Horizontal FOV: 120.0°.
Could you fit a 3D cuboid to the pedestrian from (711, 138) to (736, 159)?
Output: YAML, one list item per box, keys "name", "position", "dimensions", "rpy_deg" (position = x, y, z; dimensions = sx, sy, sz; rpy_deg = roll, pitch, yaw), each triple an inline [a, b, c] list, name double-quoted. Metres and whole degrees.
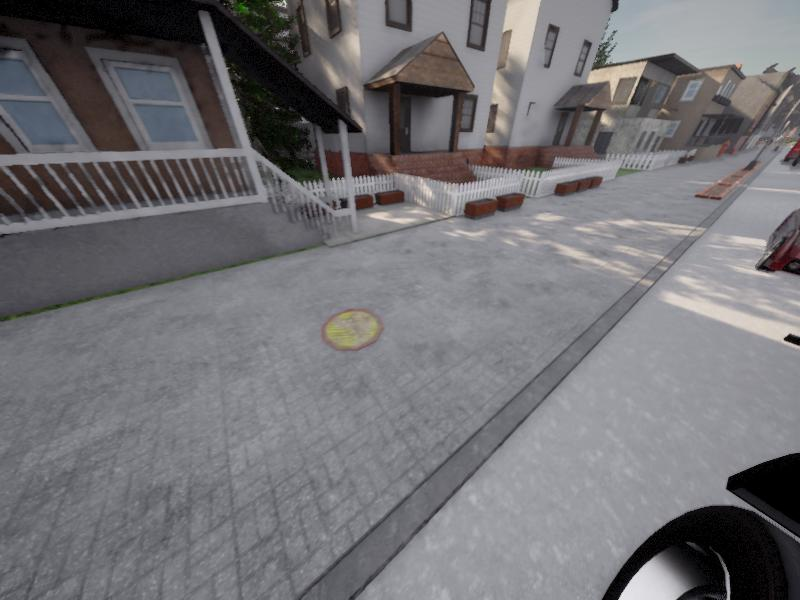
- name: "pedestrian"
  position: [34.703, -16.240, 24.799]
  dimensions: [0.751, 1.860, 0.751]
  rpy_deg: [-24, 41, -29]

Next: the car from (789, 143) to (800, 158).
- name: "car"
  position: [49.222, -17.983, 27.704]
  dimensions: [4.792, 1.488, 2.163]
  rpy_deg: [-23, 41, -28]

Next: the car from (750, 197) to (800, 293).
- name: "car"
  position: [8.943, -1.187, 4.328]
  dimensions: [4.181, 1.385, 1.994]
  rpy_deg: [-22, 41, -28]

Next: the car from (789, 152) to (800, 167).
- name: "car"
  position: [35.572, -12.330, 19.741]
  dimensions: [3.705, 1.549, 1.789]
  rpy_deg: [-23, 41, -28]

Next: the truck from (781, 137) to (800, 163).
- name: "truck"
  position: [42.292, -16.063, 23.009]
  dimensions: [8.468, 3.827, 2.891]
  rpy_deg: [-23, 41, -28]
